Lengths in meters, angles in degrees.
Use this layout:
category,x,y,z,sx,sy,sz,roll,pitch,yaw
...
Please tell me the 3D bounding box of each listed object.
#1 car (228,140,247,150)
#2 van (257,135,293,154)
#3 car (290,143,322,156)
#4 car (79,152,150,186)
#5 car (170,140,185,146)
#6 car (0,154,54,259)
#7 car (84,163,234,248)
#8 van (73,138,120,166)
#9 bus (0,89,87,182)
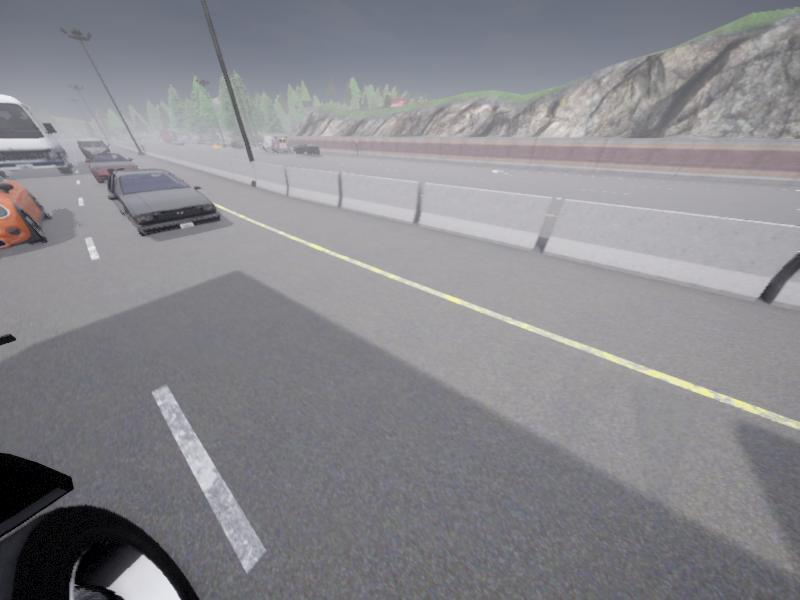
category,x,y,z,sx,sy,sz,roll,pitch,yaw
car,-33.976,-32.491,48.401,3.705,1.549,1.789,27,43,32
van,-21.197,-26.409,39.145,6.366,2.431,2.351,27,43,32
car,-13.897,-22.364,34.254,5.008,1.535,1.882,27,43,32
car,-17.135,-7.955,13.844,4.181,1.385,1.994,27,43,32
car,-62.615,-44.164,64.865,4.718,1.301,1.895,27,43,32
car,-10.748,-2.305,5.516,4.553,1.767,2.097,26,42,32
car,-7.737,-3.291,7.302,5.357,1.411,2.033,25,42,31
van,-28.420,-13.900,21.621,4.442,1.987,1.775,27,43,32
bus,-26.027,-11.115,15.720,10.273,4.253,3.944,27,43,33
